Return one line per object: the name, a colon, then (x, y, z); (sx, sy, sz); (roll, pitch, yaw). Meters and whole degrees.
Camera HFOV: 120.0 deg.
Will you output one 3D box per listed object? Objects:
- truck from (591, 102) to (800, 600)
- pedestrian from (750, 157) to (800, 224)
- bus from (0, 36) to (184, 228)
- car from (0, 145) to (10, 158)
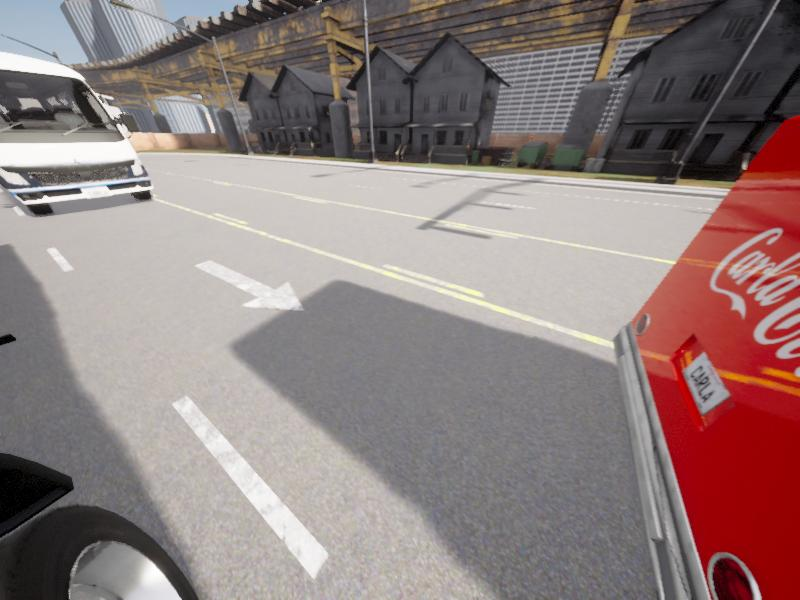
truck: (3.930, 1.135, 0.191); (5.204, 2.467, 2.627); (19, 40, 26)
pedestrian: (12.297, -3.400, 7.055); (0.751, 1.860, 0.751); (16, 38, 21)
bus: (-14.285, -6.436, 9.209); (10.273, 4.253, 3.944); (21, 40, 26)
car: (-50.628, -17.426, 26.442); (5.566, 2.045, 2.150); (-12, 37, -16)
